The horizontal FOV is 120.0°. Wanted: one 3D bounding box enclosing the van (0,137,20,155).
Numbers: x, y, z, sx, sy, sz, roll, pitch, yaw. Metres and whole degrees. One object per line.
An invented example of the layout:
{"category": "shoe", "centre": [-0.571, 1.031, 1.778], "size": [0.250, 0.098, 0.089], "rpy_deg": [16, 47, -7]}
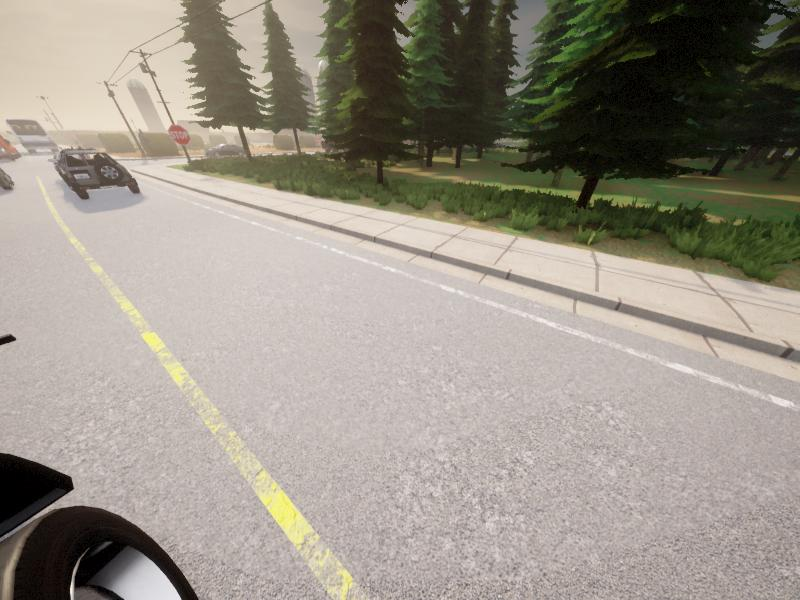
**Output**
{"category": "van", "centre": [-56.110, -21.608, 32.420], "size": [4.480, 2.038, 2.069], "rpy_deg": [23, 41, 29]}

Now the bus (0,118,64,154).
{"category": "bus", "centre": [-59.492, -26.408, 37.278], "size": [10.273, 4.253, 3.944], "rpy_deg": [23, 41, 29]}

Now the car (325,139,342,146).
{"category": "car", "centre": [-20.736, -49.167, 72.020], "size": [4.553, 1.767, 2.097], "rpy_deg": [21, 40, 26]}

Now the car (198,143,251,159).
{"category": "car", "centre": [-22.851, -19.552, 30.248], "size": [2.128, 1.511, 4.902], "rpy_deg": [21, 40, 27]}

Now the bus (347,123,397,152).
{"category": "bus", "centre": [-5.178, -32.263, 46.038], "size": [3.944, 4.253, 10.273], "rpy_deg": [21, 40, 27]}

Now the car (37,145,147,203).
{"category": "car", "centre": [-14.102, -5.926, 10.585], "size": [4.605, 1.855, 1.932], "rpy_deg": [23, 41, 29]}

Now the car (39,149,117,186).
{"category": "car", "centre": [-19.327, -8.062, 13.887], "size": [4.514, 1.525, 2.007], "rpy_deg": [25, 42, 31]}

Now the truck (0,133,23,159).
{"category": "truck", "centre": [-48.472, -18.479, 27.655], "size": [5.204, 2.467, 2.627], "rpy_deg": [23, 41, 29]}

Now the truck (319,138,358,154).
{"category": "truck", "centre": [-10.478, -26.739, 40.027], "size": [2.390, 2.098, 6.274], "rpy_deg": [21, 40, 27]}

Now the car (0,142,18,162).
{"category": "car", "centre": [-42.789, -15.664, 24.446], "size": [3.988, 1.617, 1.851], "rpy_deg": [23, 41, 29]}

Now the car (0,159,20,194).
{"category": "car", "centre": [-20.992, -6.197, 11.242], "size": [4.902, 1.511, 2.128], "rpy_deg": [23, 41, 29]}
